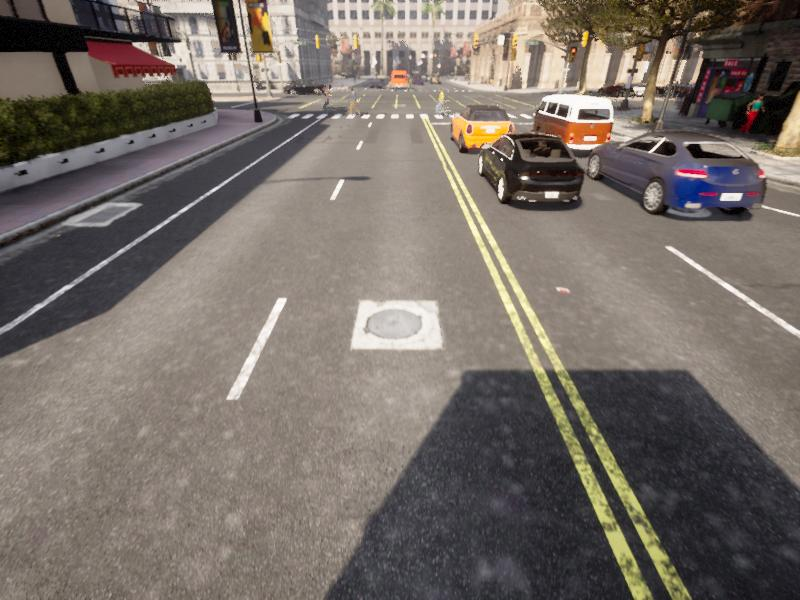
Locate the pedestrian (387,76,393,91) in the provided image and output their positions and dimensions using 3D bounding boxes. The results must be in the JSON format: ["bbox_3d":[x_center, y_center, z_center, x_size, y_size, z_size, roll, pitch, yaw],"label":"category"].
[{"bbox_3d":[-1.398,-30.451,56.273,0.751,1.860,0.751,-6,31,-11],"label":"pedestrian"}]

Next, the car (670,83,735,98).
[{"bbox_3d":[33.771,-23.453,44.817,5.357,1.411,2.033,0,30,0],"label":"car"}]

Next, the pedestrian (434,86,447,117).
[{"bbox_3d":[2.776,-13.596,27.408,0.751,1.860,0.751,2,30,3],"label":"pedestrian"}]

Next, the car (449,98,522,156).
[{"bbox_3d":[3.457,-7.533,17.140,2.097,1.767,4.553,0,30,0],"label":"car"}]

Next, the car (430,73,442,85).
[{"bbox_3d":[6.905,-42.572,77.062,1.932,1.855,4.605,0,30,0],"label":"car"}]

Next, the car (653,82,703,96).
[{"bbox_3d":[33.177,-25.204,47.840,4.181,1.385,1.994,1,30,1],"label":"car"}]

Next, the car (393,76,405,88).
[{"bbox_3d":[-0.133,-36.421,66.759,1.930,1.638,5.238,0,30,0],"label":"car"}]

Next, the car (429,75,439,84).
[{"bbox_3d":[6.955,-45.431,82.303,1.845,1.501,3.633,0,30,0],"label":"car"}]

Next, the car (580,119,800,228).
[{"bbox_3d":[6.966,-3.552,10.496,2.152,1.651,5.027,0,30,0],"label":"car"}]

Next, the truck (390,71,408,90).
[{"bbox_3d":[-0.123,-33.309,60.609,2.627,2.467,5.204,0,30,0],"label":"truck"}]

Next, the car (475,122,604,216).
[{"bbox_3d":[3.468,-3.845,11.122,1.837,1.490,4.892,0,30,0],"label":"car"}]

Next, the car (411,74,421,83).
[{"bbox_3d":[3.446,-47.207,85.232,1.930,1.638,5.238,0,30,1],"label":"car"}]

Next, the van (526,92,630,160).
[{"bbox_3d":[6.959,-7.237,16.391,2.069,2.038,4.480,0,30,0],"label":"van"}]

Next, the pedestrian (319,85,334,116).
[{"bbox_3d":[-5.172,-14.020,28.130,0.751,1.860,0.751,0,30,1],"label":"pedestrian"}]

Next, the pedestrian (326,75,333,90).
[{"bbox_3d":[-9.865,-30.662,56.326,0.751,1.860,0.751,-1,30,-2],"label":"pedestrian"}]

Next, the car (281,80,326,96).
[{"bbox_3d":[-11.710,-25.806,48.719,4.892,1.490,1.837,-11,33,-18],"label":"car"}]

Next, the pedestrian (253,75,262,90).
[{"bbox_3d":[-19.904,-30.454,55.964,0.751,1.860,0.751,1,30,2],"label":"pedestrian"}]

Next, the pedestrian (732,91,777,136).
[{"bbox_3d":[16.653,-8.767,18.845,0.751,1.860,0.751,0,30,0],"label":"pedestrian"}]

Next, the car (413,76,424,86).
[{"bbox_3d":[3.383,-40.702,74.258,1.816,1.474,4.193,0,30,0],"label":"car"}]

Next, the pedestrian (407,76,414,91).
[{"bbox_3d":[1.458,-30.211,55.860,0.751,1.860,0.751,-10,32,-17],"label":"pedestrian"}]

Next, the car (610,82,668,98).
[{"bbox_3d":[26.639,-23.533,44.814,4.974,1.542,2.038,0,30,0],"label":"car"}]

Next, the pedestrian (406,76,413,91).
[{"bbox_3d":[1.284,-30.509,56.375,0.751,1.860,0.751,-10,32,-17],"label":"pedestrian"}]

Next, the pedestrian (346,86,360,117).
[{"bbox_3d":[-3.245,-13.741,27.654,0.751,1.860,0.751,1,30,2],"label":"pedestrian"}]

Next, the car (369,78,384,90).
[{"bbox_3d":[-3.629,-33.435,61.888,2.033,1.411,5.357,0,30,0],"label":"car"}]

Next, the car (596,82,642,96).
[{"bbox_3d":[26.096,-25.224,47.871,4.181,1.385,1.994,0,30,0],"label":"car"}]
